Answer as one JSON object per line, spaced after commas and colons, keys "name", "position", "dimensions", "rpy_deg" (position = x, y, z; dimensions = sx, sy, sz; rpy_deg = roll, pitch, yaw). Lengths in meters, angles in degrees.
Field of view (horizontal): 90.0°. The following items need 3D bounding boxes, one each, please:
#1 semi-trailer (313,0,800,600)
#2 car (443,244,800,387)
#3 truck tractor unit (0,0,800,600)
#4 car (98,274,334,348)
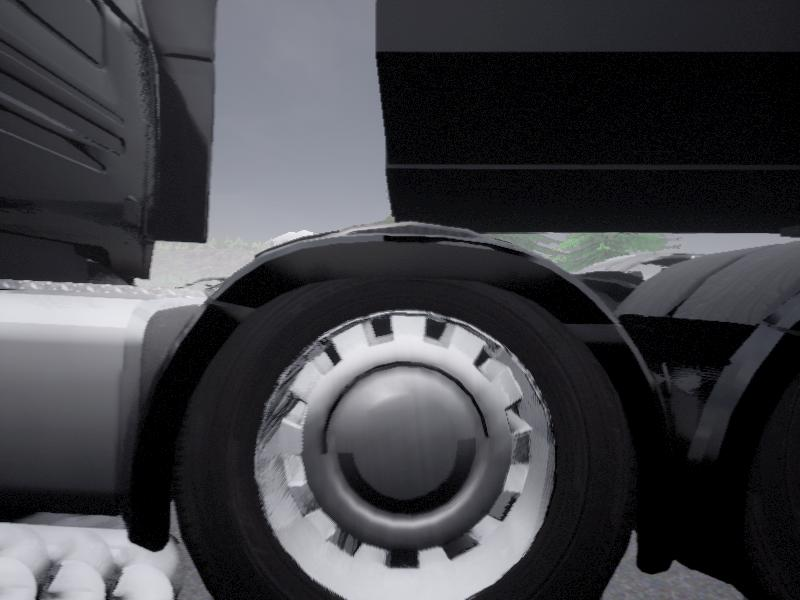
{"name": "semi-trailer", "position": [6.961, -1.216, 2.106], "dimensions": [14.254, 4.402, 2.717], "rpy_deg": [0, 0, 1]}
{"name": "car", "position": [3.244, 0.182, 5.701], "dimensions": [5.027, 1.651, 2.152], "rpy_deg": [0, 0, 0]}
{"name": "truck tractor unit", "position": [-0.952, -1.122, 2.186], "dimensions": [6.516, 4.208, 3.053], "rpy_deg": [0, 0, 0]}
{"name": "car", "position": [-3.941, 0.227, 9.202], "dimensions": [4.514, 1.525, 2.007], "rpy_deg": [0, 0, 0]}
